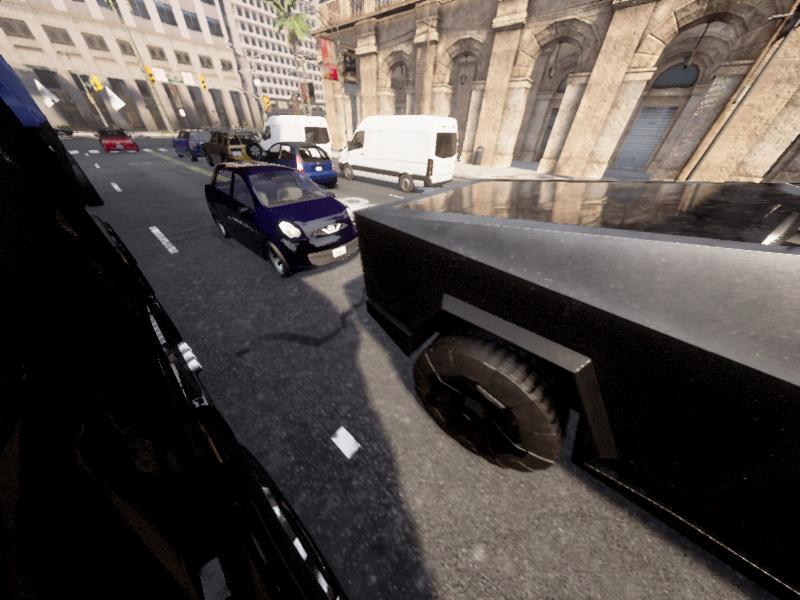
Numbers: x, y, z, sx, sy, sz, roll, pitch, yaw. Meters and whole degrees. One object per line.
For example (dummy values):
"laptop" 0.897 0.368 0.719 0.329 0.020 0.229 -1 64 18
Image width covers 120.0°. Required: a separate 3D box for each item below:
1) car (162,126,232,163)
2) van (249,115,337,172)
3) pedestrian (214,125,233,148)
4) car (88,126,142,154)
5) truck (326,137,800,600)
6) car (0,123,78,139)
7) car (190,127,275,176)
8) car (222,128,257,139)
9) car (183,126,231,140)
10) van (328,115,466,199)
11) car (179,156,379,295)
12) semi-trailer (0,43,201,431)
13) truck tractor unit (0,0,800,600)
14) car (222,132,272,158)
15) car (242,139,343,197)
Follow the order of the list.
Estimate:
"car" -13.907 -10.739 15.852 4.553 1.767 2.097 28 44 30
"van" -6.807 -10.034 14.659 5.915 2.561 1.988 28 44 30
"pedestrian" -17.722 -16.387 23.178 0.751 1.860 0.751 29 44 32
"car" -22.163 -12.503 18.014 4.514 1.525 2.007 31 45 33
"truck" 2.721 0.653 1.111 6.274 2.098 2.390 28 43 30
"car" -40.729 -19.161 26.199 1.895 1.301 4.718 28 44 30
"car" -9.273 -8.338 12.789 4.605 1.855 1.932 28 44 30
"car" -27.190 -28.295 39.202 1.994 1.385 4.181 28 44 31
"car" -27.701 -24.085 33.386 1.837 1.490 4.892 19 39 22
"van" -0.409 -6.642 10.422 5.915 2.561 1.988 28 44 30
"car" -2.395 -1.814 4.644 3.633 1.501 1.845 28 44 30
"semi-trailer" -8.703 -3.578 4.257 14.254 4.402 2.717 28 44 30
"truck tractor unit" -2.645 -0.295 0.351 6.516 4.208 3.053 28 44 30
"car" -12.305 -12.514 18.558 3.633 1.501 1.845 28 44 31
"car" -4.495 -5.694 9.705 3.988 1.617 1.851 28 44 30
